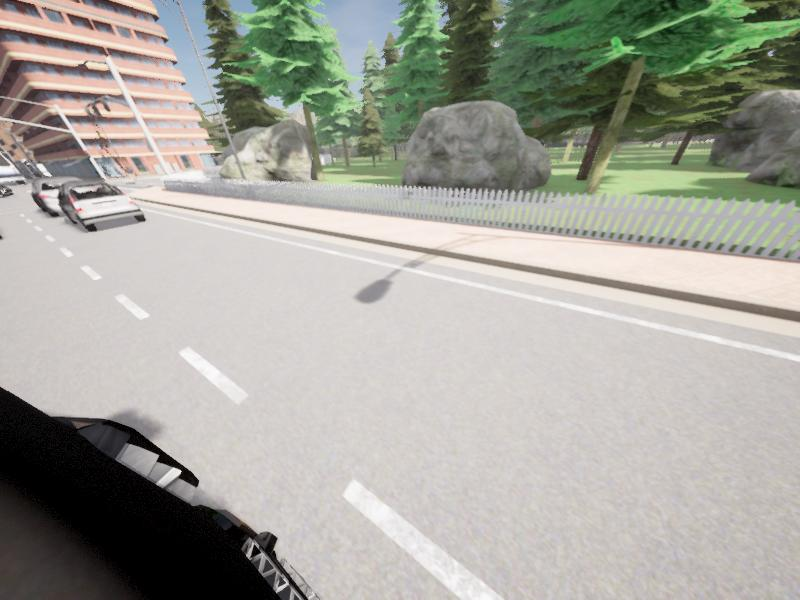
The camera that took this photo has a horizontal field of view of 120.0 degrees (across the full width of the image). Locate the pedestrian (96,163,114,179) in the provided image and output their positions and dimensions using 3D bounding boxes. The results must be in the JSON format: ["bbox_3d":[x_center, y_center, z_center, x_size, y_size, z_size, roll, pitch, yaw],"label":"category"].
[{"bbox_3d":[-41.541,-18.175,32.543,0.751,1.860,0.751,27,44,37],"label":"pedestrian"}]

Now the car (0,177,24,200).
[{"bbox_3d":[-35.388,-9.000,18.890,4.892,1.490,1.837,-6,34,-5],"label":"car"}]

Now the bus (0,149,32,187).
[{"bbox_3d":[-59.064,-19.066,33.433,10.273,4.253,3.944,17,38,27],"label":"bus"}]

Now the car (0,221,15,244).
[{"bbox_3d":[-16.246,-2.812,8.100,4.902,1.511,2.128,17,38,27],"label":"car"}]

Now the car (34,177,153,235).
[{"bbox_3d":[-12.635,-4.035,9.561,3.988,1.617,1.851,17,38,27],"label":"car"}]

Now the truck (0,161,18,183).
[{"bbox_3d":[-70.160,-22.324,39.596,8.468,3.827,2.891,17,38,27],"label":"truck"}]

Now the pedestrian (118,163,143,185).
[{"bbox_3d":[-27.873,-13.030,23.912,0.751,1.860,0.751,16,38,27],"label":"pedestrian"}]

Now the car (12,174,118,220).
[{"bbox_3d":[-17.955,-5.683,12.402,4.611,1.667,2.242,17,39,27],"label":"car"}]
